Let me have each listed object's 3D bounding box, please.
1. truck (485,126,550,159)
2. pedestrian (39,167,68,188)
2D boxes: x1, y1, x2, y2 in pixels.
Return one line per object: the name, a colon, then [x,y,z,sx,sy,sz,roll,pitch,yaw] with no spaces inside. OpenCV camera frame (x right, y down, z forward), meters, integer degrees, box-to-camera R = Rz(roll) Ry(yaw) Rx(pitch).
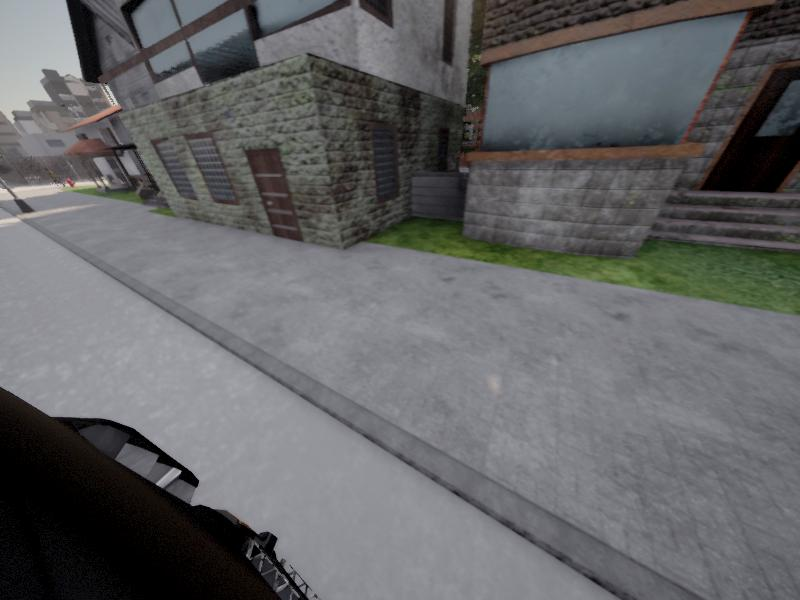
truck: [18.569,-25.018,36.998,8.468,3.827,2.891,16,38,26]
pedestrian: [-35.778,-12.668,23.876,0.751,1.860,0.751,14,37,24]
